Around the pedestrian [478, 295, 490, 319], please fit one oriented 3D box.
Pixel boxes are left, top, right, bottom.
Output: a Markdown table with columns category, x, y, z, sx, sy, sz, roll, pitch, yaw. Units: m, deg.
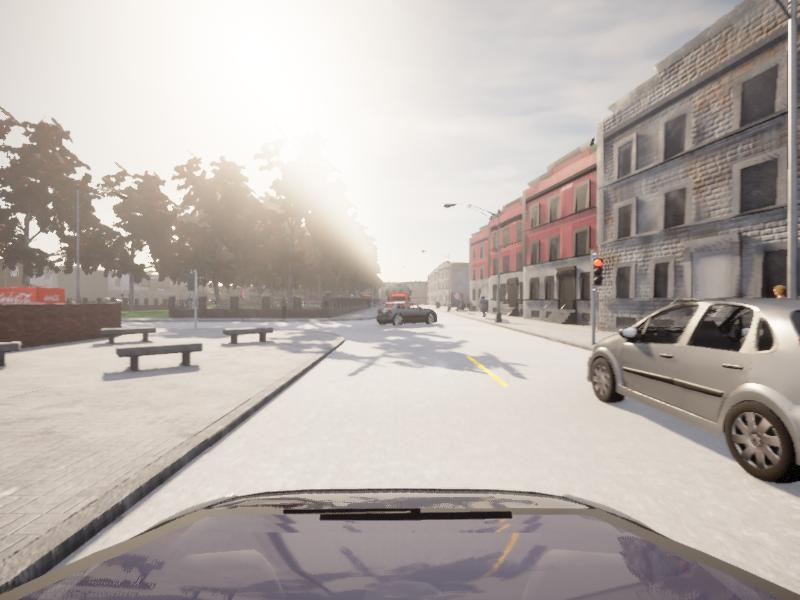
| category | x | y | z | sx | sy | sz | roll | pitch | yaw |
| --- | --- | --- | --- | --- | --- | --- | --- | --- | --- |
| pedestrian | 6.594 | 0.542 | 31.424 | 0.751 | 1.860 | 0.751 | 0 | 0 | -4 |

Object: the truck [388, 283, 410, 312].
| category | x | y | z | sx | sy | sz | roll | pitch | yaw |
| --- | --- | --- | --- | --- | --- | --- | --- | --- | --- |
| truck | -0.179 | -0.305 | 55.882 | 2.891 | 3.827 | 8.468 | 0 | 0 | 0 |

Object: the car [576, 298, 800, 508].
| category | x | y | z | sx | sy | sz | roll | pitch | yaw |
| --- | --- | --- | --- | --- | --- | --- | --- | --- | --- |
| car | 3.993 | 0.790 | 4.975 | 1.851 | 1.617 | 3.988 | 0 | 0 | 0 |

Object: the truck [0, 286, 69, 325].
| category | x | y | z | sx | sy | sz | roll | pitch | yaw |
| --- | --- | --- | --- | --- | --- | --- | --- | --- | --- |
| truck | -25.868 | 0.364 | 26.781 | 5.204 | 2.467 | 2.627 | 0 | 0 | 0 |

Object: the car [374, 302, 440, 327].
| category | x | y | z | sx | sy | sz | roll | pitch | yaw |
| --- | --- | --- | --- | --- | --- | --- | --- | --- | --- |
| car | 0.474 | 0.861 | 25.515 | 3.806 | 1.475 | 1.970 | 0 | 0 | -36 |

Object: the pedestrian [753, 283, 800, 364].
| category | x | y | z | sx | sy | sz | roll | pitch | yaw |
| --- | --- | --- | --- | --- | --- | --- | --- | --- | --- |
| pedestrian | 9.077 | 0.536 | 9.497 | 0.751 | 1.860 | 0.751 | 0 | 0 | 11 |

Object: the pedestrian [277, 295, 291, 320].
| category | x | y | z | sx | sy | sz | roll | pitch | yaw |
| --- | --- | --- | --- | --- | --- | --- | --- | --- | --- |
| pedestrian | -8.922 | 0.543 | 30.711 | 0.751 | 1.860 | 0.751 | 0 | 0 | 33 |

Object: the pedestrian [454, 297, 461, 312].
| category | x | y | z | sx | sy | sz | roll | pitch | yaw |
| --- | --- | --- | --- | --- | --- | --- | --- | --- | --- |
| pedestrian | 7.448 | 0.548 | 51.457 | 0.751 | 1.860 | 0.751 | 0 | 0 | -5 |

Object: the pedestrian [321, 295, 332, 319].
| category | x | y | z | sx | sy | sz | roll | pitch | yaw |
| --- | --- | --- | --- | --- | --- | --- | --- | --- | --- |
| pedestrian | -5.897 | 0.543 | 32.088 | 0.751 | 1.860 | 0.751 | 0 | 0 | -2 |

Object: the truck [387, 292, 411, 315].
| category | x | y | z | sx | sy | sz | roll | pitch | yaw |
| --- | --- | --- | --- | --- | --- | --- | --- | --- | --- |
| truck | -0.158 | 0.370 | 46.721 | 2.627 | 2.467 | 5.204 | 0 | 0 | -1 |
